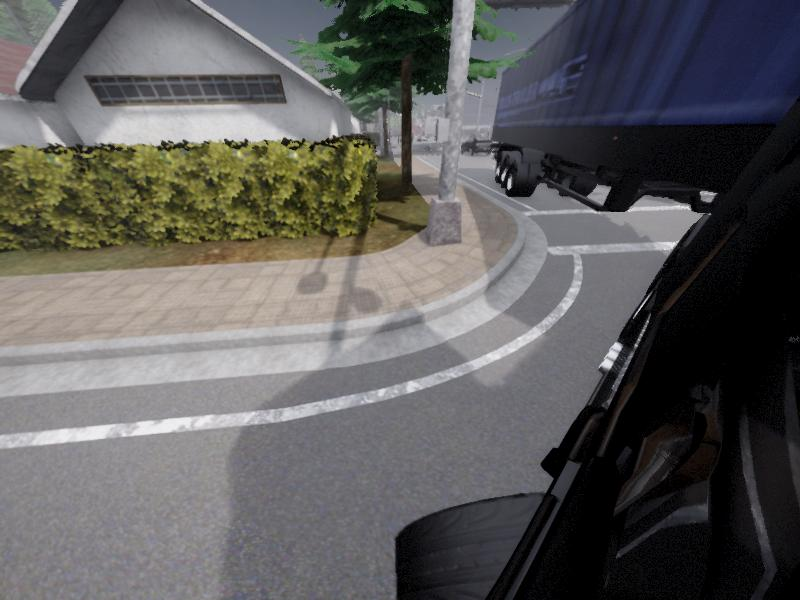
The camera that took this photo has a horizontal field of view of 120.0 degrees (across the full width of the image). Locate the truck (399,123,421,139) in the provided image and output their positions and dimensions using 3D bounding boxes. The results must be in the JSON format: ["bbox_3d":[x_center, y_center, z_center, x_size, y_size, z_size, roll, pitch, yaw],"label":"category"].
[{"bbox_3d":[3.066,-51.426,70.529,2.891,3.827,8.468,19,40,26],"label":"truck"}]

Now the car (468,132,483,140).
[{"bbox_3d":[18.608,-40.593,57.104,2.007,1.523,4.514,-4,36,-4],"label":"car"}]

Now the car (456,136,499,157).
[{"bbox_3d":[7.359,-15.081,22.598,2.128,1.511,4.902,-4,35,-4],"label":"car"}]

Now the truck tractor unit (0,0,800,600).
[{"bbox_3d":[2.645,-0.295,0.352,6.516,4.208,3.053,-28,44,-30],"label":"truck tractor unit"}]

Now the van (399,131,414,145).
[{"bbox_3d":[1.203,-30.611,43.571,2.069,2.038,4.480,-7,36,-7],"label":"van"}]

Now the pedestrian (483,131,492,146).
[{"bbox_3d":[13.159,-24.279,34.669,0.751,1.860,0.751,-4,36,-4],"label":"pedestrian"}]

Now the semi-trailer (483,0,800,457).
[{"bbox_3d":[4.984,-4.728,5.990,2.717,4.402,14.254,4,37,7],"label":"semi-trailer"}]

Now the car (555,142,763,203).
[{"bbox_3d":[9.163,-5.291,9.158,2.033,1.411,5.357,-6,36,-6],"label":"car"}]

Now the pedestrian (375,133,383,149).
[{"bbox_3d":[-2.951,-22.816,33.064,0.751,1.860,0.751,18,40,24],"label":"pedestrian"}]

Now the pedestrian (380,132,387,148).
[{"bbox_3d":[-2.382,-23.283,33.557,0.751,1.860,0.751,17,40,23],"label":"pedestrian"}]

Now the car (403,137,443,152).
[{"bbox_3d":[2.832,-19.710,29.259,4.674,1.442,1.812,22,43,28],"label":"car"}]

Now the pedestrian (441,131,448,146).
[{"bbox_3d":[6.880,-24.912,35.683,0.751,1.860,0.751,0,36,2],"label":"pedestrian"}]
